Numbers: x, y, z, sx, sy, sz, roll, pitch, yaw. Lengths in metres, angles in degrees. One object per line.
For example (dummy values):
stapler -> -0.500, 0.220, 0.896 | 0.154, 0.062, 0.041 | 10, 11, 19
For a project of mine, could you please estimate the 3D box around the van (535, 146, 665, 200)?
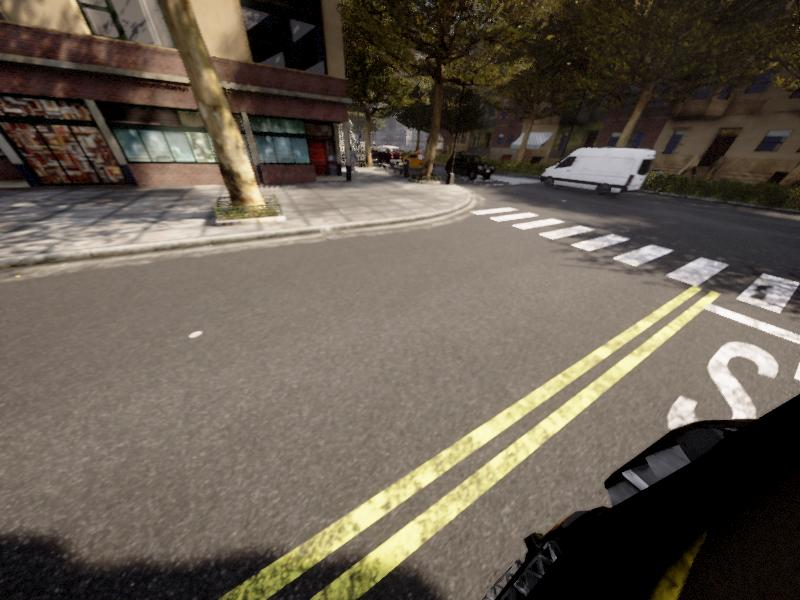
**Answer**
van -> 12.911, -8.815, 15.732 | 1.988, 2.561, 5.915 | -15, 38, -25

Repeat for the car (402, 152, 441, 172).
car -> 2.262, -15.567, 25.949 | 1.882, 1.535, 5.008 | -15, 38, -25

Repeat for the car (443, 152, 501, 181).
car -> 6.037, -11.720, 20.167 | 1.932, 1.855, 4.605 | -15, 38, -25

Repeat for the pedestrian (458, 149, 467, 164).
pedestrian -> 9.496, -21.803, 35.188 | 0.751, 1.860, 0.751 | -19, 39, -29

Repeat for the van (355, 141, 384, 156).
van -> -6.696, -33.563, 51.291 | 5.915, 2.561, 1.988 | -15, 38, -24

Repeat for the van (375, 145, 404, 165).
van -> -1.467, -19.735, 31.453 | 2.069, 2.038, 4.480 | -15, 38, -25

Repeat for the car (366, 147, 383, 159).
car -> -4.767, -27.421, 43.091 | 1.851, 1.617, 3.988 | -11, 36, -20

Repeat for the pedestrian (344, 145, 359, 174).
pedestrian -> -3.633, -10.629, 17.532 | 0.751, 1.860, 0.751 | -17, 39, -27
